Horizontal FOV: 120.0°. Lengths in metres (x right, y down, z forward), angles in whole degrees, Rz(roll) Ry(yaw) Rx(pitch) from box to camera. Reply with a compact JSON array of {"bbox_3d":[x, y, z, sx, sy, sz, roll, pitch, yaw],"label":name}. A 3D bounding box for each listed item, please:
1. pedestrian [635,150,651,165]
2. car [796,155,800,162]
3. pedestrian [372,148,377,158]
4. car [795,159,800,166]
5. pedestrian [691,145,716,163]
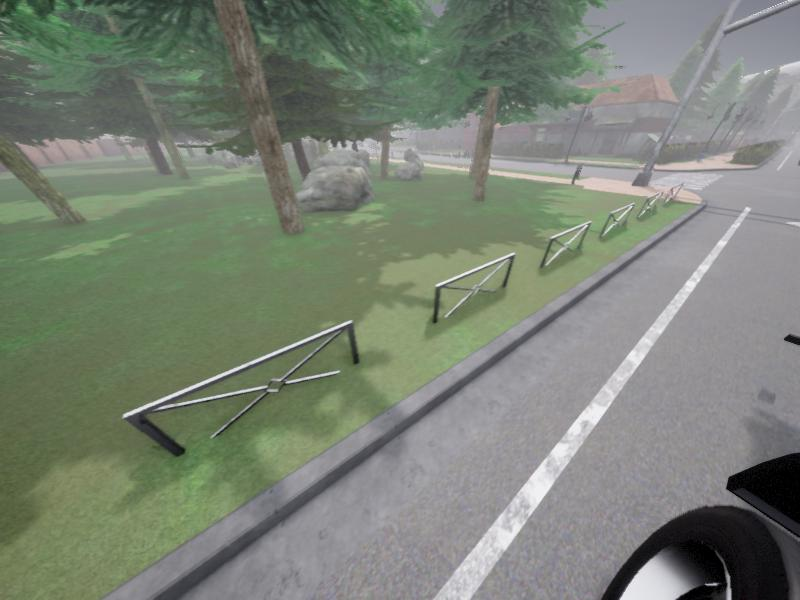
[{"bbox_3d":[22.652,-13.299,21.537,0.500,1.100,0.500,-19,39,-25],"label":"pedestrian"},{"bbox_3d":[42.394,-14.836,23.196,4.902,1.511,2.128,-22,41,-28],"label":"car"},{"bbox_3d":[-3.375,-19.497,30.568,0.500,1.100,0.500,-22,40,-27],"label":"pedestrian"},{"bbox_3d":[36.786,-12.588,19.966,4.856,1.649,2.033,-22,41,-28],"label":"car"},{"bbox_3d":[27.632,-13.295,21.031,0.751,1.300,0.751,-20,40,-25],"label":"pedestrian"}]
